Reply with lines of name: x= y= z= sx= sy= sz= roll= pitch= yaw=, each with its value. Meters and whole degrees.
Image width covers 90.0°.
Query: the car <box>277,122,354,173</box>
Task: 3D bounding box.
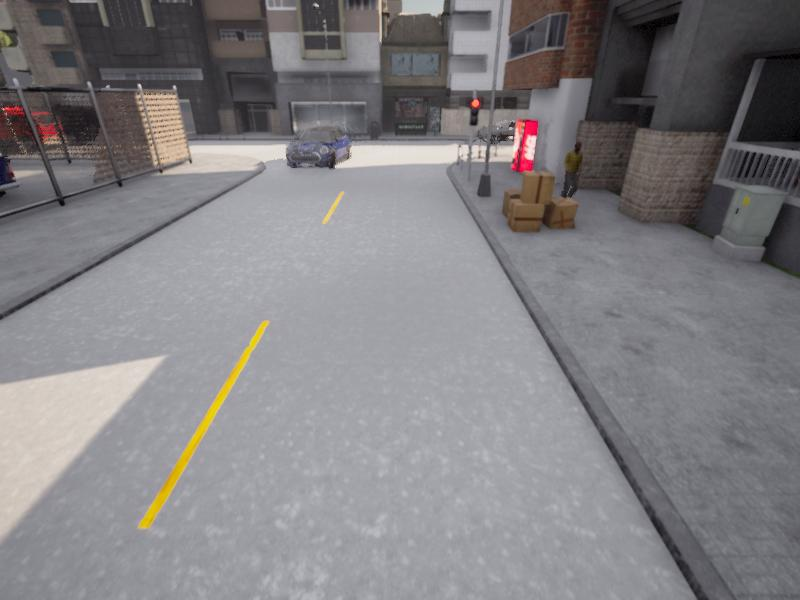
car: x=-3.841 y=-7.434 z=19.215 sx=2.097 sy=1.767 sz=4.553 roll=4 pitch=27 yaw=7

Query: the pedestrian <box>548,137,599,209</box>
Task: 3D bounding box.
pedestrian: x=4.891 y=-3.603 z=11.367 sx=0.751 sy=1.860 sz=0.751 roll=-3 pitch=27 yaw=-6

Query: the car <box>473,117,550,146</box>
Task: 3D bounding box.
car: x=7.649 y=-11.772 z=27.848 sx=4.611 sy=1.667 sz=2.242 roll=0 pitch=27 yaw=0
